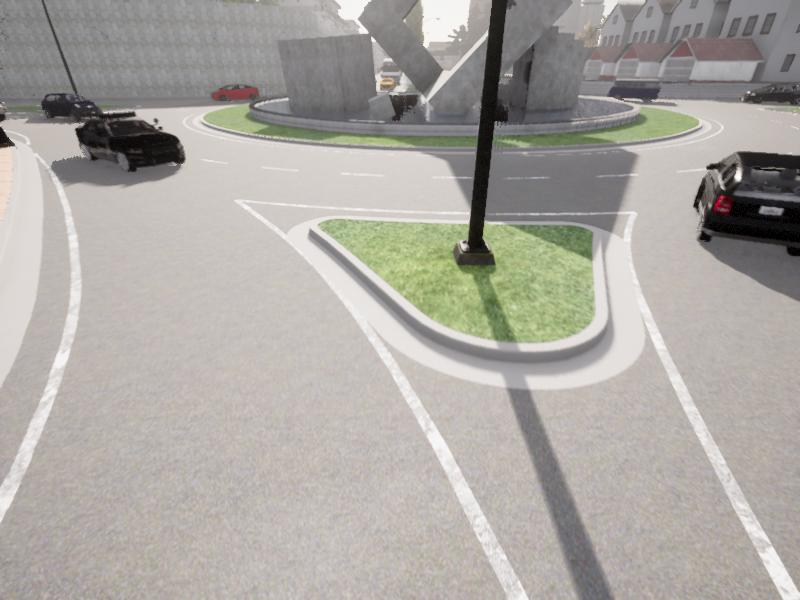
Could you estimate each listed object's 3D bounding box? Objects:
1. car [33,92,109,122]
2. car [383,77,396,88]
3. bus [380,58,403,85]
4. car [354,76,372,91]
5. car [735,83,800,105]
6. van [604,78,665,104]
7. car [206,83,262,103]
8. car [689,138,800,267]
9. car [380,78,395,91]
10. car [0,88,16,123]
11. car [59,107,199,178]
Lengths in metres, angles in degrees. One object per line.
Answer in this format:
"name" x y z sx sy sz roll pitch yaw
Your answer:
"car" -21.349 -12.599 26.025 3.633 1.501 1.845 11 32 18
"car" -1.711 -35.636 65.564 1.994 1.385 4.181 0 30 1
"bus" -1.421 -43.514 76.120 3.944 4.253 10.273 0 30 1
"car" -5.361 -31.815 58.649 2.097 1.767 4.553 1 30 1
"car" 34.355 -18.995 36.815 4.611 1.667 2.242 6 31 11
"van" 22.361 -20.041 38.291 4.442 1.987 1.775 21 37 31
"car" -16.227 -20.377 39.324 4.514 1.525 2.007 -19 35 -29
"car" 7.308 -2.218 8.252 1.789 1.549 3.705 16 34 27
"car" -1.857 -31.761 58.804 1.882 1.535 5.008 1 30 1
"car" -26.656 -11.770 24.263 4.605 1.855 1.932 5 30 8
"car" -9.593 -5.683 14.089 5.238 1.638 1.930 21 36 32
